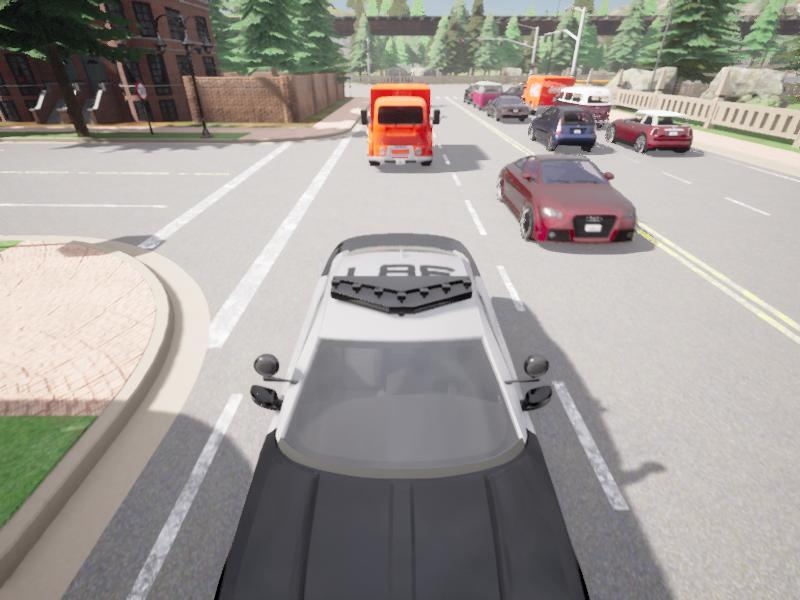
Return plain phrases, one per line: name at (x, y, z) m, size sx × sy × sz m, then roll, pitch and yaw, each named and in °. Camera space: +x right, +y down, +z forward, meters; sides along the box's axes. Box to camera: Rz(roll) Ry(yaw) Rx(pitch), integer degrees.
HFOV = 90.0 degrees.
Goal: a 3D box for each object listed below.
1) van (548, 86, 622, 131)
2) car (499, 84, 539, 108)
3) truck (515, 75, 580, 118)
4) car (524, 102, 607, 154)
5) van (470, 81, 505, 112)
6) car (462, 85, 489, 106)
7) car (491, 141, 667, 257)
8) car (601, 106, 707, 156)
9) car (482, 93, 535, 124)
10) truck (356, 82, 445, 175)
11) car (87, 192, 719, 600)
van at (10.516, -11.210, 23.239) m, size 2.069 × 2.038 × 4.480 m, roll 0°, pitch 30°, yaw 0°
car at (10.519, -18.306, 35.818) m, size 2.033 × 1.649 × 4.856 m, roll 0°, pitch 30°, yaw 0°
truck at (10.520, -14.891, 29.126) m, size 2.627 × 2.467 × 5.204 m, roll 0°, pitch 30°, yaw 0°
car at (7.014, -7.584, 17.449) m, size 1.851 × 1.617 × 3.988 m, roll 0°, pitch 30°, yaw 0°
van at (7.018, -16.540, 32.431) m, size 1.775 × 1.987 × 4.442 m, roll 0°, pitch 30°, yaw 0°
car at (7.020, -19.256, 37.519) m, size 1.789 × 1.549 × 3.705 m, roll 0°, pitch 30°, yaw 0°
car at (3.510, -2.459, 8.898) m, size 1.994 × 1.385 × 4.181 m, roll 0°, pitch 30°, yaw 0°
car at (10.513, -7.233, 16.979) m, size 1.970 × 1.475 × 3.806 m, roll 0°, pitch 30°, yaw 0°
car at (7.018, -12.706, 26.444) m, size 2.033 × 1.411 × 5.357 m, roll 0°, pitch 30°, yaw 0°
truck at (0.012, -6.483, 14.693) m, size 2.627 × 2.467 × 5.204 m, roll 0°, pitch 31°, yaw 0°
car at (0.010, 0.621, 3.358) m, size 1.930 × 1.638 × 5.238 m, roll 0°, pitch 30°, yaw 0°
